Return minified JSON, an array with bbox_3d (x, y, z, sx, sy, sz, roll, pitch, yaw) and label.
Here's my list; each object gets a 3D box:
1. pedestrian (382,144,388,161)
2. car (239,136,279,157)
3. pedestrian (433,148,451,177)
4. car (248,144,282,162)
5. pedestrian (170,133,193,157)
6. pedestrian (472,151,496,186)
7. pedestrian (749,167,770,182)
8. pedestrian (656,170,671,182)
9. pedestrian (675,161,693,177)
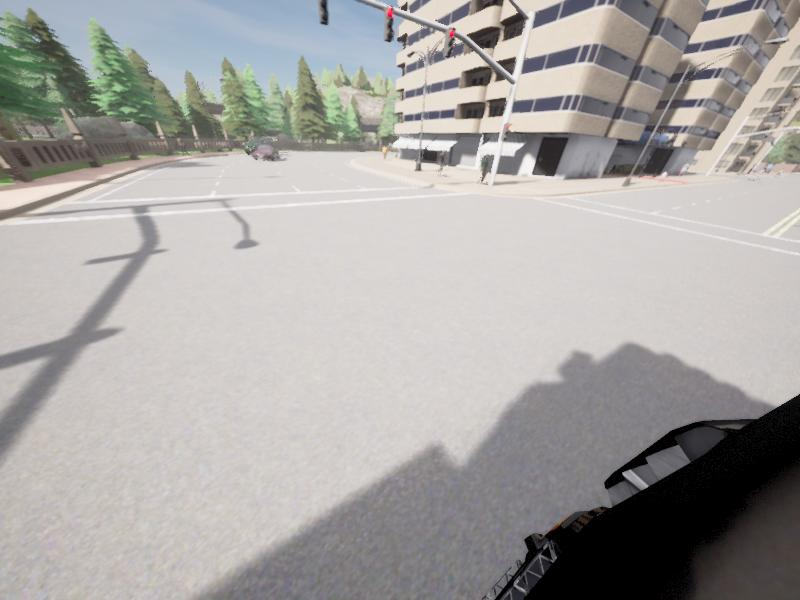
[{"bbox_3d":[-2.016,-19.916,31.240,0.751,1.860,0.751,0,34,-5],"label":"pedestrian"},{"bbox_3d":[-19.117,-21.062,31.714,2.150,2.045,5.566,2,34,-1],"label":"car"},{"bbox_3d":[3.170,-10.464,17.644,0.751,1.860,0.751,-17,39,-27],"label":"pedestrian"},{"bbox_3d":[-14.594,-16.109,25.271,1.812,1.442,4.674,-5,35,-11],"label":"car"},{"bbox_3d":[-21.171,-14.995,22.401,0.751,1.860,0.751,0,34,-4],"label":"pedestrian"},{"bbox_3d":[5.357,-8.410,14.775,0.751,1.860,0.751,-18,39,-28],"label":"pedestrian"},{"bbox_3d":[52.180,-18.267,33.533,0.751,1.860,0.751,-17,39,-27],"label":"pedestrian"},{"bbox_3d":[27.171,-12.790,23.804,0.500,1.100,0.500,-15,38,-25],"label":"pedestrian"},{"bbox_3d":[40.322,-18.604,32.804,0.751,1.860,0.751,-17,39,-27],"label":"pedestrian"}]
